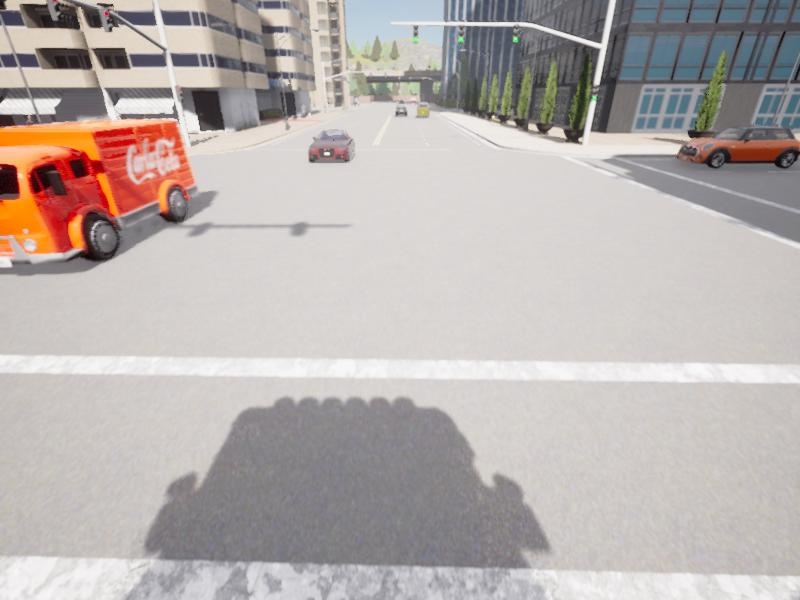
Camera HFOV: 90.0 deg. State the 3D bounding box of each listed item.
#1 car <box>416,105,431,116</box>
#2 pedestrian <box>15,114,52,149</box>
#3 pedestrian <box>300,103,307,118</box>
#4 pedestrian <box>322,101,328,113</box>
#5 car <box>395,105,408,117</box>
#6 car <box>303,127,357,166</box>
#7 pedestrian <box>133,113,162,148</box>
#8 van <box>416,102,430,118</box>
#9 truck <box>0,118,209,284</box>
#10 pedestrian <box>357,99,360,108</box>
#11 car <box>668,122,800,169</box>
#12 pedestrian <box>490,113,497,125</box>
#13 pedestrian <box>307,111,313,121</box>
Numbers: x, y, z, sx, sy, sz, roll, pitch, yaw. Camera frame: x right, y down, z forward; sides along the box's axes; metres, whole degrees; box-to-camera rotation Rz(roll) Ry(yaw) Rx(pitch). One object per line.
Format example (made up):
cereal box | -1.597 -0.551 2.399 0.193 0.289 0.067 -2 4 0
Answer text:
car | 3.723 -30.293 63.881 2.007 1.525 4.514 0 27 0
pedestrian | -21.370 -9.854 23.370 0.751 1.860 0.751 1 27 2
pedestrian | -13.325 -26.209 55.274 0.751 1.860 0.751 -2 27 -4
pedestrian | -12.971 -33.278 69.028 0.751 1.860 0.751 0 27 -1
car | 0.212 -28.930 61.248 2.007 1.525 4.514 0 27 0
car | -3.436 -7.948 20.507 1.994 1.385 4.181 0 27 0
pedestrian | -14.855 -9.980 23.581 0.751 1.860 0.751 2 27 5
van | 3.380 -27.664 58.264 1.775 1.987 4.442 2 27 4
truck | -6.977 -2.577 8.946 2.627 2.467 5.204 0 27 0
pedestrian | -10.220 -48.496 98.626 0.751 1.860 0.751 -4 28 -8
car | 15.385 -7.071 18.216 4.553 1.767 2.097 0 27 1
pedestrian | 9.620 -18.665 41.302 0.500 1.100 0.500 0 27 -1
pedestrian | -10.807 -22.027 47.956 0.500 1.100 0.500 -1 27 -2
